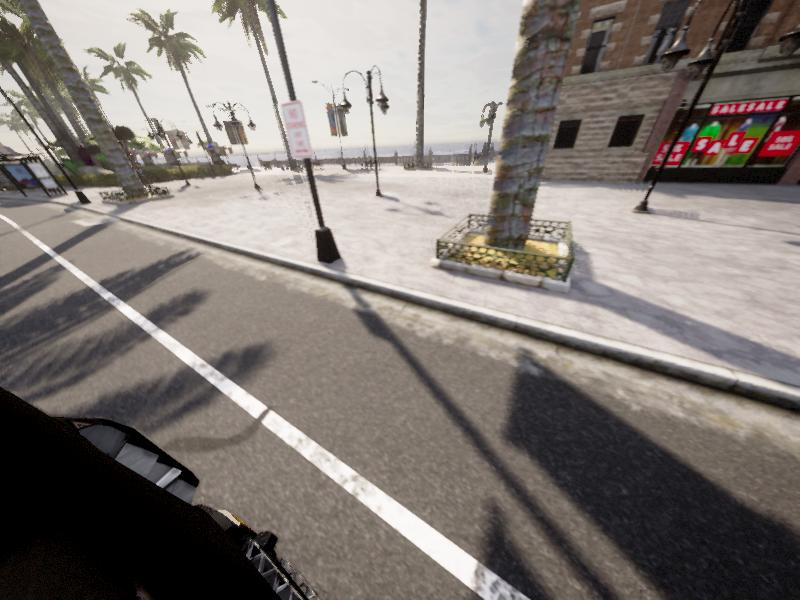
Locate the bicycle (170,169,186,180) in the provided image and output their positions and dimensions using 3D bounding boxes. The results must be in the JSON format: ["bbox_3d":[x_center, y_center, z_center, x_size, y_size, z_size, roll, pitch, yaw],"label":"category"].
[{"bbox_3d":[-24.574,-13.864,25.603,1.643,1.024,0.373,15,38,25],"label":"bicycle"}]

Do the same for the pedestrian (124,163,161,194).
[{"bbox_3d":[-18.073,-8.548,16.254,0.751,1.860,0.751,11,36,20],"label":"pedestrian"}]

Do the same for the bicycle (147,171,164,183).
[{"bbox_3d":[-25.560,-12.863,24.163,1.643,1.024,0.373,15,38,25],"label":"bicycle"}]

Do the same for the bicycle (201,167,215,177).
[{"bbox_3d":[-23.096,-15.366,27.763,1.643,1.024,0.373,15,38,25],"label":"bicycle"}]
